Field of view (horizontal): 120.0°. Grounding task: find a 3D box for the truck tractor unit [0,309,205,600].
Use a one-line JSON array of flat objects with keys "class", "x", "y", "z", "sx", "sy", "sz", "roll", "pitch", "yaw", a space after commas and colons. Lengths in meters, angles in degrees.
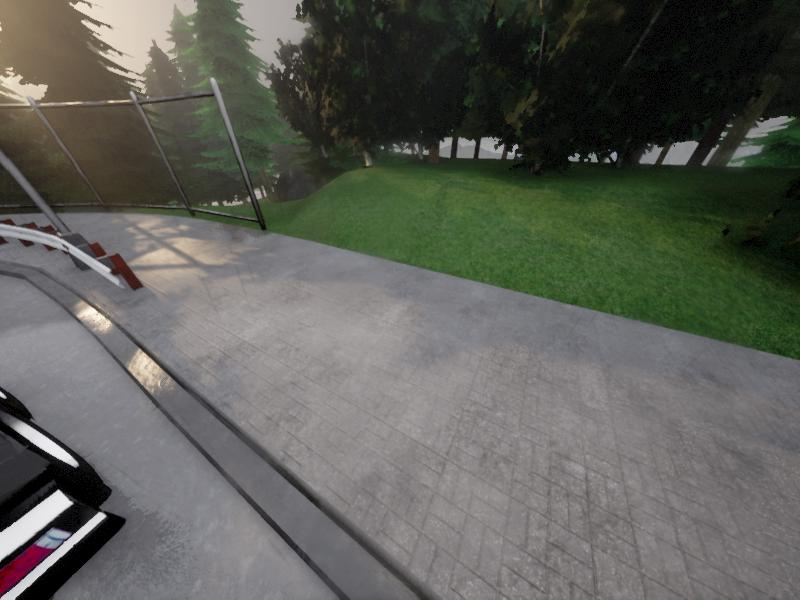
[{"class": "truck tractor unit", "x": -5.228, "y": -0.163, "z": 0.631, "sx": 6.516, "sy": 4.208, "sz": 3.053, "roll": 13, "pitch": 36, "yaw": 19}]
